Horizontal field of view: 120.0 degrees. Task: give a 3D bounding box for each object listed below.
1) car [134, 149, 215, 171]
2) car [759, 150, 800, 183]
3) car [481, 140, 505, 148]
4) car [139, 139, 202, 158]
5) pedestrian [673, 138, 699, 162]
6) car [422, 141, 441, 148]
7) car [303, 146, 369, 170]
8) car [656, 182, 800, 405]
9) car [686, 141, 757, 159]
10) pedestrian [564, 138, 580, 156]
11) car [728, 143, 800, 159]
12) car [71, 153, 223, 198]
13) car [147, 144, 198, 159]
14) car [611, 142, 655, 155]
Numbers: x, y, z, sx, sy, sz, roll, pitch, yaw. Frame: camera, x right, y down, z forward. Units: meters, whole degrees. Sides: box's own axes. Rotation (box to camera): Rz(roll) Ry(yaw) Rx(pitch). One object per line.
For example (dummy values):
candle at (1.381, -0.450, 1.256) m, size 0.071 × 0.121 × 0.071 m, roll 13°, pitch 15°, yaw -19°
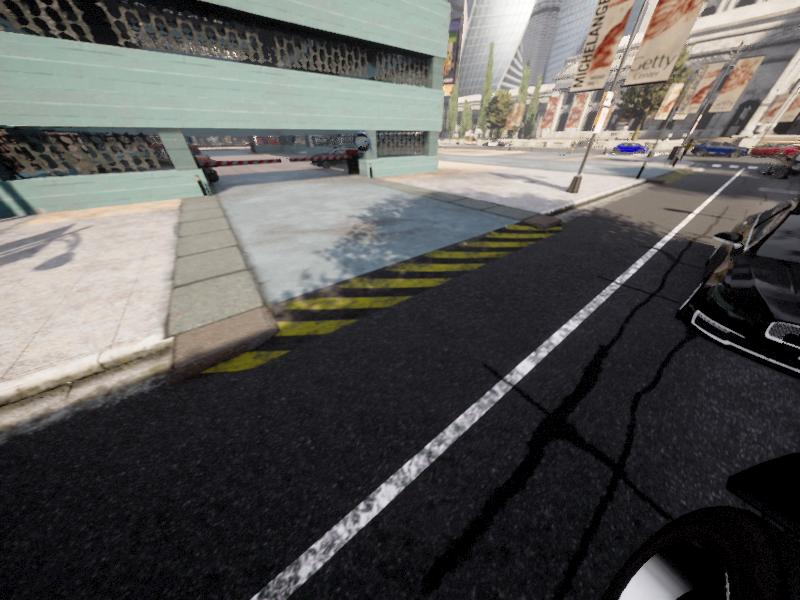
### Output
car at (-18.906, -11.961, 19.677) m, size 4.718 × 1.301 × 1.895 m, roll -24°, pitch 41°, yaw -29°
car at (24.760, -8.244, 14.160) m, size 1.812 × 1.442 × 4.674 m, roll 27°, pitch 43°, yaw 34°
car at (22.950, -38.493, 56.983) m, size 4.974 × 1.542 × 2.038 m, roll 28°, pitch 44°, yaw 34°
car at (-30.642, -20.522, 31.168) m, size 5.566 × 2.045 × 2.435 m, roll -24°, pitch 41°, yaw -29°
pedestrian at (27.662, -14.488, 22.333) m, size 0.751 × 1.860 × 0.751 m, roll -24°, pitch 42°, yaw -30°
car at (8.509, -41.797, 62.036) m, size 4.718 × 1.301 × 1.895 m, roll 15°, pitch 38°, yaw 20°
car at (-5.475, -12.482, 20.154) m, size 4.902 × 1.511 × 2.128 m, roll -24°, pitch 41°, yaw -29°
car at (5.929, -0.471, 3.235) m, size 4.892 × 1.490 × 1.837 m, roll -23°, pitch 41°, yaw -29°
car at (40.117, -18.871, 28.963) m, size 2.033 × 1.649 × 4.856 m, roll -23°, pitch 41°, yaw -29°
pedestrian at (21.569, -19.154, 29.004) m, size 0.751 × 1.860 × 0.751 m, roll -17°, pitch 38°, yaw -22°
car at (44.275, -18.065, 27.913) m, size 2.163 × 1.488 × 4.792 m, roll -12°, pitch 37°, yaw -16°
car at (-12.299, -6.530, 11.828) m, size 4.786 × 1.482 × 2.161 m, roll -24°, pitch 41°, yaw -29°
car at (-30.687, -20.181, 31.366) m, size 4.514 × 1.523 × 2.007 m, roll -24°, pitch 41°, yaw -29°
car at (34.920, -22.841, 34.773) m, size 1.816 × 1.474 × 4.193 m, roll -23°, pitch 41°, yaw -29°
